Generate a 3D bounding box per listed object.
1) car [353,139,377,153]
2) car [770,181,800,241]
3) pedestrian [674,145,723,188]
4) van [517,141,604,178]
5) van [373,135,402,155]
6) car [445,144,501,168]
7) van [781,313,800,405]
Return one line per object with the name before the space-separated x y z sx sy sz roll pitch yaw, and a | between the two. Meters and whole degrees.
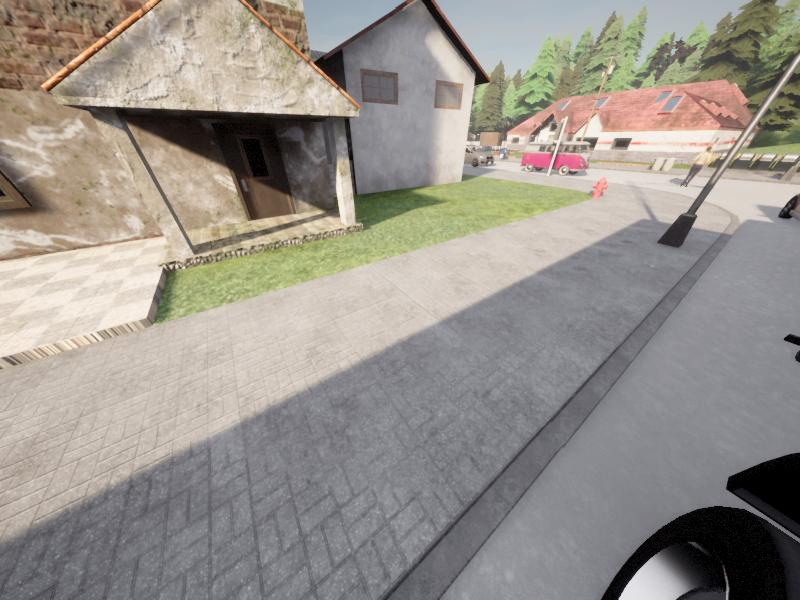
car | -6.684 -29.339 43.837 2.150 2.045 5.566 -22 40 -27
car | 12.320 -2.537 6.084 3.705 1.549 1.789 -30 45 -35
pedestrian | 15.423 -6.925 11.983 0.751 1.860 0.751 -25 42 -30
van | 11.257 -10.223 16.626 1.775 1.987 4.442 -22 40 -27
van | -2.123 -25.733 38.259 1.988 2.561 5.915 -22 41 -27
car | 6.792 -13.837 22.062 2.242 1.667 4.611 -22 40 -27
van | 7.073 -0.468 2.338 5.915 2.561 1.988 -20 40 -26
